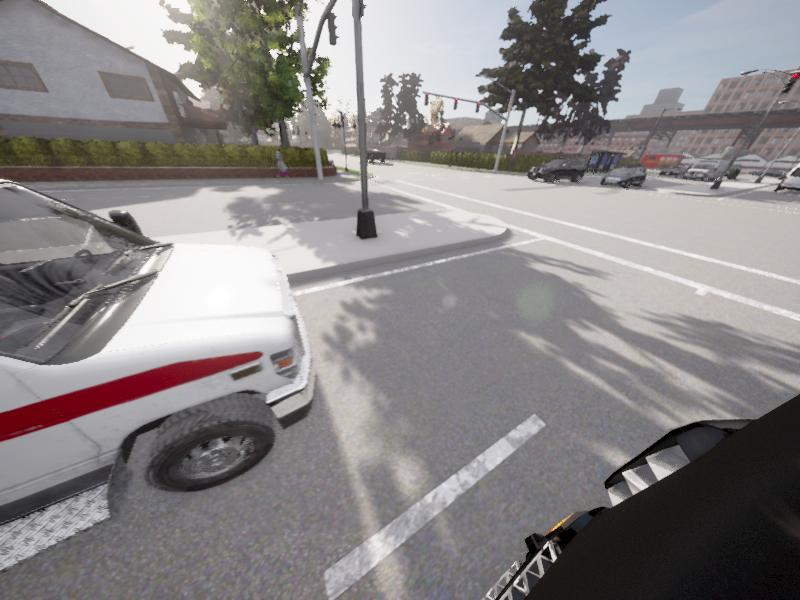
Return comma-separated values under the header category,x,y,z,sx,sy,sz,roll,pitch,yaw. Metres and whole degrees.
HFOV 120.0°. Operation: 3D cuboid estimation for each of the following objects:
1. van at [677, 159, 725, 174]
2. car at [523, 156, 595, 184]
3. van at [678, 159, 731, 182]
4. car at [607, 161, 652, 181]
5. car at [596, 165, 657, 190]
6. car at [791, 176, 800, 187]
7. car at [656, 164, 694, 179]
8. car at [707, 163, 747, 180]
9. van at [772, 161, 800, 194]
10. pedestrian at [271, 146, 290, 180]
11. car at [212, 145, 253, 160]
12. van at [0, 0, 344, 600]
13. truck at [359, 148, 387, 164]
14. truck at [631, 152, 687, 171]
category,x,y,z,sx,sy,sz,roll,pitch,yaw
van,68.118,-30.342,52.417,1.988,2.561,5.915,-16,37,-26
car,15.097,-12.377,22.036,5.566,2.045,2.150,-9,35,-17
van,40.562,-17.243,30.759,6.366,2.431,2.351,-16,37,-26
car,27.606,-15.511,27.784,4.605,1.855,1.932,-16,37,-26
car,20.370,-11.108,20.813,4.856,1.649,2.033,-16,38,-26
car,52.858,-15.383,29.442,5.027,1.651,2.152,-16,37,-26
car,41.398,-19.357,34.783,5.027,1.651,2.152,-16,37,-26
car,51.604,-20.253,36.422,5.566,2.045,2.150,-16,37,-26
van,39.099,-11.799,22.240,5.915,2.561,1.988,-16,37,-26
pedestrian,-8.013,-9.183,15.512,0.751,1.860,0.751,-12,36,-21
car,-20.780,-18.426,28.870,3.806,1.475,1.970,-16,37,-26
van,-3.772,0.511,0.769,6.366,2.431,2.351,-15,37,-25
truck,-4.784,-25.047,40.077,2.390,2.098,6.274,-16,38,-26
truck,66.782,-36.057,59.925,2.891,3.827,8.468,-16,37,-26
